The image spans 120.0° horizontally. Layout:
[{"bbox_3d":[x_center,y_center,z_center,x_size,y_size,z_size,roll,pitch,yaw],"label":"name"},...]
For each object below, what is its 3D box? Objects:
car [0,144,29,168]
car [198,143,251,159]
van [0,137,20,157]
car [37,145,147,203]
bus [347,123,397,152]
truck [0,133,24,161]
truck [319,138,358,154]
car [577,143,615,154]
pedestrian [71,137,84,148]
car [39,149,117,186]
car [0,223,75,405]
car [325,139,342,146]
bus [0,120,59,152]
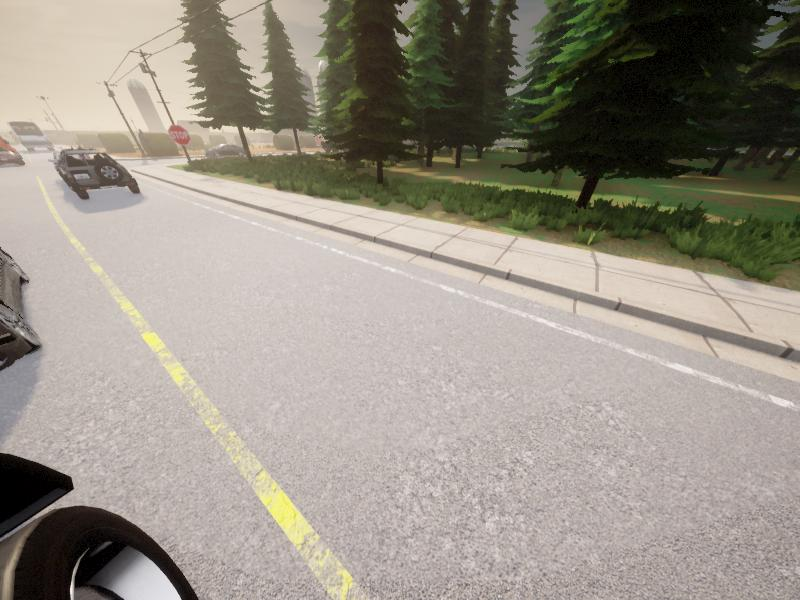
[{"bbox_3d":[-35.682,-12.846,20.516,3.988,1.617,1.851,18,39,23],"label":"car"},{"bbox_3d":[-22.852,-19.543,30.253,2.128,1.511,4.902,21,40,27],"label":"car"},{"bbox_3d":[-52.819,-20.171,30.428,4.480,2.038,2.069,23,41,29],"label":"van"},{"bbox_3d":[-14.102,-5.921,10.588,4.605,1.855,1.932,23,41,29],"label":"car"},{"bbox_3d":[-5.180,-32.254,46.045,3.944,4.253,10.273,21,40,27],"label":"bus"},{"bbox_3d":[-45.177,-17.038,25.666,5.204,2.467,2.627,23,41,29],"label":"truck"},{"bbox_3d":[-10.480,-26.730,40.033,2.390,2.098,6.274,21,40,27],"label":"truck"},{"bbox_3d":[35.734,-27.771,42.263,5.008,1.535,1.882,22,40,27],"label":"car"},{"bbox_3d":[-67.235,-32.835,48.161,0.751,1.860,0.751,20,39,25],"label":"pedestrian"},{"bbox_3d":[-19.328,-8.056,13.890,4.514,1.525,2.007,25,42,31],"label":"car"},{"bbox_3d":[-6.424,-0.088,2.717,4.902,1.511,2.128,22,41,28],"label":"car"},{"bbox_3d":[-20.740,-49.152,72.029,4.553,1.767,2.097,21,40,26],"label":"car"},{"bbox_3d":[-67.513,-29.858,42.153,10.273,4.253,3.944,23,41,29],"label":"bus"}]
